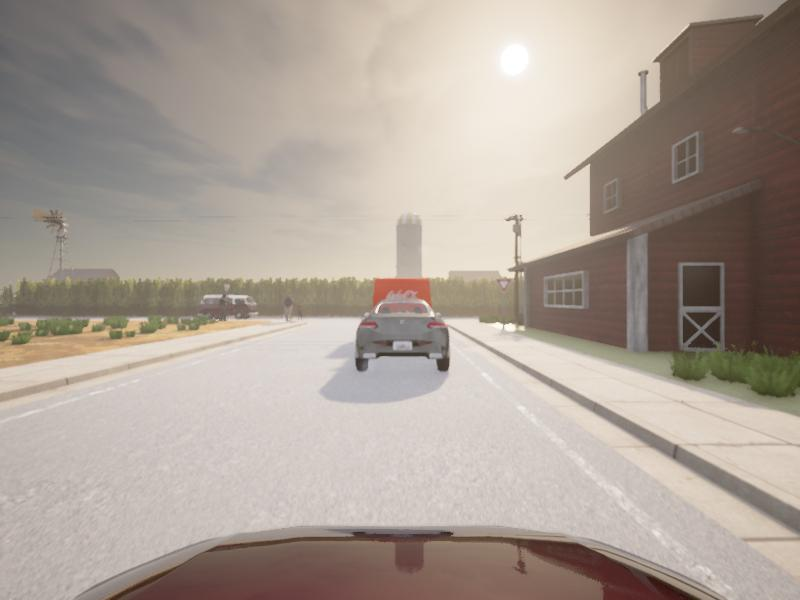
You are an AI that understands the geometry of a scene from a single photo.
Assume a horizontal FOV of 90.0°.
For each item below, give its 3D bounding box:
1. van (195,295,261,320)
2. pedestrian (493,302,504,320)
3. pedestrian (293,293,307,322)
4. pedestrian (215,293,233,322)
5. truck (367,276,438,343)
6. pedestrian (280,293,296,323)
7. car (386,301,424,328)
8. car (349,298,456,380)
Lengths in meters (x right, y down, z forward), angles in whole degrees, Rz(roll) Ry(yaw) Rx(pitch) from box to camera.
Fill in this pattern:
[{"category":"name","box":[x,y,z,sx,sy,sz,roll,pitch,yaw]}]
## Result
[{"category":"van","box":[-14.120,0.601,33.019,4.480,2.038,2.069,0,0,1]},{"category":"pedestrian","box":[7.286,0.795,29.579,0.751,1.300,0.751,0,0,8]},{"category":"pedestrian","box":[-6.552,0.487,26.174,0.751,1.860,0.751,0,0,1]},{"category":"pedestrian","box":[-11.497,0.487,26.116,0.751,1.860,0.751,0,0,19]},{"category":"truck","box":[0.111,0.359,17.462,2.627,2.467,5.204,0,0,1]},{"category":"pedestrian","box":[-6.891,0.487,24.665,0.751,1.860,0.751,0,0,2]},{"category":"car","box":[0.432,0.826,25.525,2.038,1.542,4.974,0,0,6]},{"category":"car","box":[0.070,0.782,10.599,2.152,1.651,5.027,0,0,0]}]
